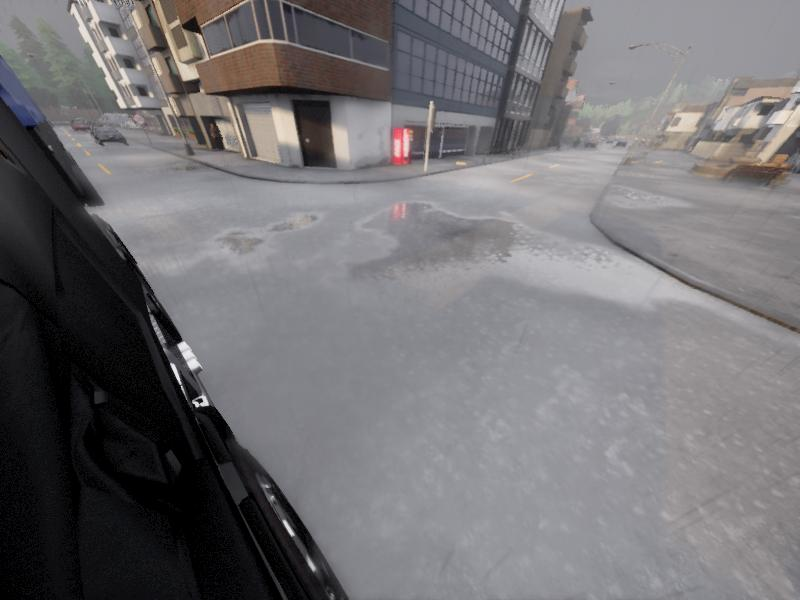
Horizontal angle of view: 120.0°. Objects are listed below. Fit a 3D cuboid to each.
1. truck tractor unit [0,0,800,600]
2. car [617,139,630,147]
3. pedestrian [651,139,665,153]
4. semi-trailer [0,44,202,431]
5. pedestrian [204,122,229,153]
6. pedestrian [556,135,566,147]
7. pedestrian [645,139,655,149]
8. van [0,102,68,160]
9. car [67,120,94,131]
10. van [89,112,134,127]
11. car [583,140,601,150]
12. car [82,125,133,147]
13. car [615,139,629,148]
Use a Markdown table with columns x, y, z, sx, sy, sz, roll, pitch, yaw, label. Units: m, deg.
| x | y | z | sx | sy | sz | roll | pitch | yaw | label |
| --- | --- | --- | --- | --- | --- | --- | --- | --- | --- |
| -2.645 | -0.295 | 0.351 | 6.516 | 4.208 | 3.053 | 28 | 44 | 30 | truck tractor unit |
| 60.429 | -42.519 | 62.495 | 1.801 | 1.575 | 5.366 | 28 | 44 | 30 | car |
| 42.451 | -25.301 | 38.041 | 0.751 | 1.860 | 0.751 | 27 | 43 | 29 | pedestrian |
| -8.706 | -3.580 | 4.248 | 14.254 | 4.402 | 2.717 | 28 | 44 | 30 | semi-trailer |
| -14.102 | -12.489 | 17.766 | 0.751 | 1.860 | 0.751 | 28 | 44 | 30 | pedestrian |
| 30.281 | -29.819 | 43.403 | 0.751 | 1.860 | 0.751 | 14 | 38 | 15 | pedestrian |
| 56.659 | -35.369 | 52.284 | 0.751 | 1.860 | 0.751 | 28 | 44 | 30 | pedestrian |
| -23.389 | -10.587 | 14.372 | 5.915 | 2.561 | 1.988 | 28 | 44 | 30 | van |
| -51.934 | -28.368 | 37.523 | 4.181 | 1.385 | 1.994 | 28 | 44 | 30 | car |
| -67.626 | -42.350 | 54.357 | 1.988 | 2.561 | 5.915 | 23 | 41 | 25 | van |
| 37.765 | -30.536 | 45.462 | 1.895 | 1.301 | 4.718 | 28 | 44 | 30 | car |
| -26.594 | -14.951 | 20.981 | 5.357 | 1.411 | 2.033 | 28 | 44 | 30 | car |
| 55.776 | -39.338 | 57.936 | 1.930 | 1.638 | 5.238 | 28 | 44 | 30 | car |
